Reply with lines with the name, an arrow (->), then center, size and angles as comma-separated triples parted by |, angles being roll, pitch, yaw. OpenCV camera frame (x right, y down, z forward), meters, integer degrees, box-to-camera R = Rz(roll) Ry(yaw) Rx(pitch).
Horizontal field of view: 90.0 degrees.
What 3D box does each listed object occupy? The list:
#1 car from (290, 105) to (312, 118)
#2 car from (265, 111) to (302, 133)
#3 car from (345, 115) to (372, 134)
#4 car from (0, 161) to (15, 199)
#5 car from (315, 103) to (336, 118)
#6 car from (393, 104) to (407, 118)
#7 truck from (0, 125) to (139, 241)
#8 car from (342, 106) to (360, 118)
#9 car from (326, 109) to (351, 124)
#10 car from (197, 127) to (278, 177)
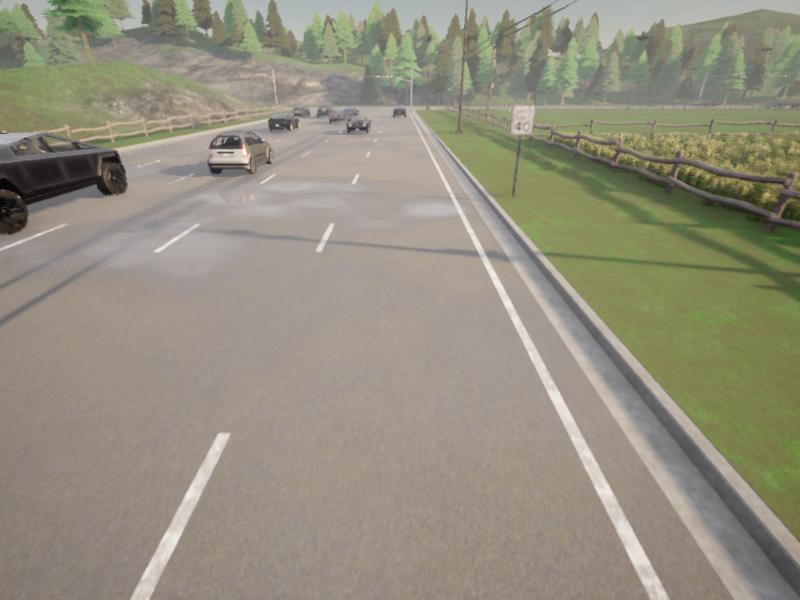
car -> -14.051, -26.803, 56.881 | 2.007, 1.525, 4.514 | 0, 27, 0
car -> -10.533, -16.272, 36.469 | 1.882, 1.535, 5.008 | 0, 27, 0
car -> -3.534, -15.429, 35.062 | 1.895, 1.301, 4.718 | 0, 27, 0
car -> -14.011, -3.372, 11.445 | 1.851, 1.617, 3.988 | 0, 27, 0
car -> -10.553, -27.180, 57.298 | 2.097, 1.767, 4.553 | 0, 27, 0
car -> -0.054, -27.624, 58.269 | 1.930, 1.638, 5.238 | 0, 28, 0
truck -> -10.514, -3.444, 11.030 | 2.390, 2.098, 6.274 | 0, 27, 0
car -> -7.054, -27.333, 58.041 | 1.994, 1.385, 4.181 | 0, 27, 0
car -> -7.042, -21.248, 46.239 | 2.033, 1.411, 5.357 | 0, 27, 0
car -> -6.996, -6.662, 17.773 | 1.851, 1.617, 3.988 | 0, 27, 0
